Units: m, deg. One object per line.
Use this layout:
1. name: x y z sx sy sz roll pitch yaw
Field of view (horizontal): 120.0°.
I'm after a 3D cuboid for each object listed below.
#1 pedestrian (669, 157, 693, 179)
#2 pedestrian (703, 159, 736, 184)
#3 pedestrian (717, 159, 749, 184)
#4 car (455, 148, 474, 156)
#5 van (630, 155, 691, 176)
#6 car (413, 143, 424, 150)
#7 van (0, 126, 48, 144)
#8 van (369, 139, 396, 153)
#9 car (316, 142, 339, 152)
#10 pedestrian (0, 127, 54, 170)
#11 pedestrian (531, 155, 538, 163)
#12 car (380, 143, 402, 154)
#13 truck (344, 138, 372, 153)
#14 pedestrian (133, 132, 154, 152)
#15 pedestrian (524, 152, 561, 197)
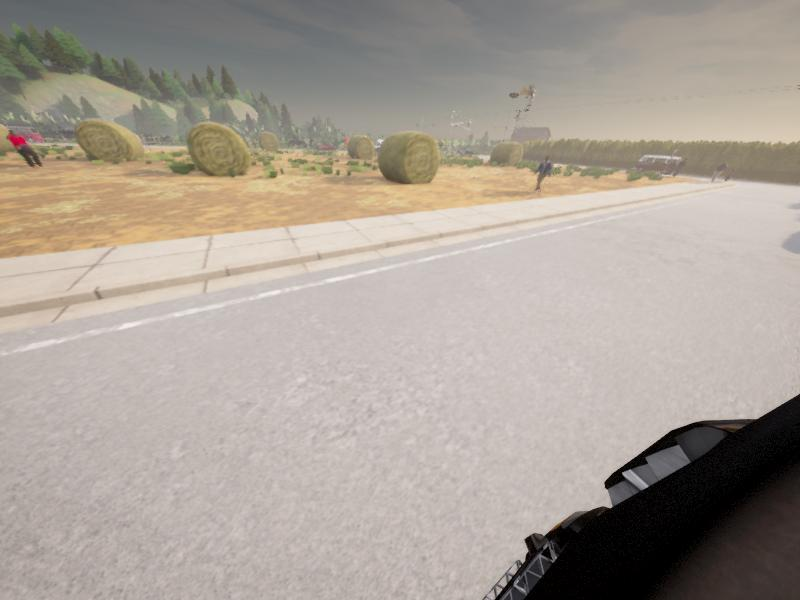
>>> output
1. pedestrian: 28.158 -13.264 23.194 0.751 1.860 0.751 -27 44 -36
2. pedestrian: 27.948 -11.239 20.219 0.751 1.860 0.751 -15 38 -23
3. pedestrian: 30.257 -11.670 21.003 0.751 1.860 0.751 -15 38 -23
4. car: 16.960 -39.058 60.820 2.038 1.542 4.974 -14 38 -23
5. van: 33.553 -17.494 29.940 2.069 2.038 4.480 -16 39 -25
6. car: 5.864 -48.494 73.100 1.789 1.549 3.705 -13 40 -21
7. van: -54.785 -23.542 32.889 4.442 1.987 1.775 -14 38 -23
8. van: -4.126 -36.420 54.602 5.915 2.561 1.988 -14 38 -23
9. car: -14.741 -31.111 47.075 4.193 1.474 1.816 -14 38 -23
10. pedestrian: -20.477 -8.241 12.606 0.751 1.860 0.751 6 34 5
11. pedestrian: 22.340 -23.369 38.305 0.500 1.100 0.500 -17 39 -26
12. car: -1.976 -34.423 52.485 4.553 1.767 2.097 -14 38 -23
13. truck: -8.951 -32.962 49.280 5.204 2.467 2.627 -14 38 -23
14. pedestrian: -29.131 -17.968 26.247 0.751 1.860 0.751 15 36 18
15. pedestrian: 7.086 -6.241 11.522 0.751 1.860 0.751 -20 40 -29
